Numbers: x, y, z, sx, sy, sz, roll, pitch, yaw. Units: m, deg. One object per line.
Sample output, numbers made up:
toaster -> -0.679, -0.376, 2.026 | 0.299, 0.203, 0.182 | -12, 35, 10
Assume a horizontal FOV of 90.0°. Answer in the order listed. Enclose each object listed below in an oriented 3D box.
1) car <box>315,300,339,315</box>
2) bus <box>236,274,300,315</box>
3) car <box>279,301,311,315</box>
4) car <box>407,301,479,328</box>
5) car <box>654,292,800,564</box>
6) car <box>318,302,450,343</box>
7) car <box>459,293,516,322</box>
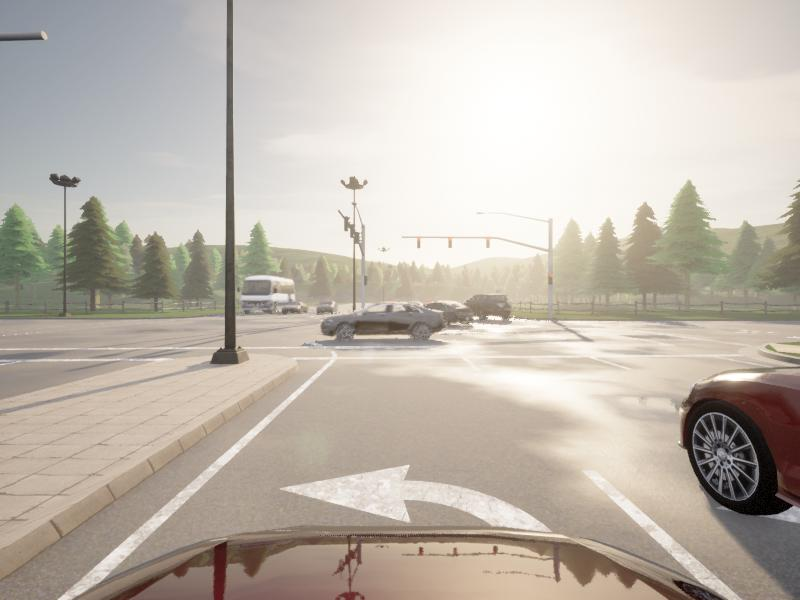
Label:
car -> -7.990, 0.806, 44.263 | 1.837, 1.490, 4.892 | 0, 0, 0
bus -> -14.869, -0.576, 46.318 | 3.944, 4.253, 10.273 | 0, 0, 0
car -> -11.492, 0.856, 44.177 | 2.033, 1.411, 5.357 | 0, 0, 0
car -> 2.613, 0.823, 25.501 | 1.837, 1.490, 4.892 | -1, 1, -35
car -> 3.500, 0.779, 1.307 | 2.152, 1.651, 5.027 | 0, 0, 0
car -> -0.636, 0.822, 15.857 | 4.902, 1.511, 2.128 | 0, 0, -3
car -> 6.835, 0.540, 32.171 | 2.150, 2.045, 5.566 | -1, 0, -15
